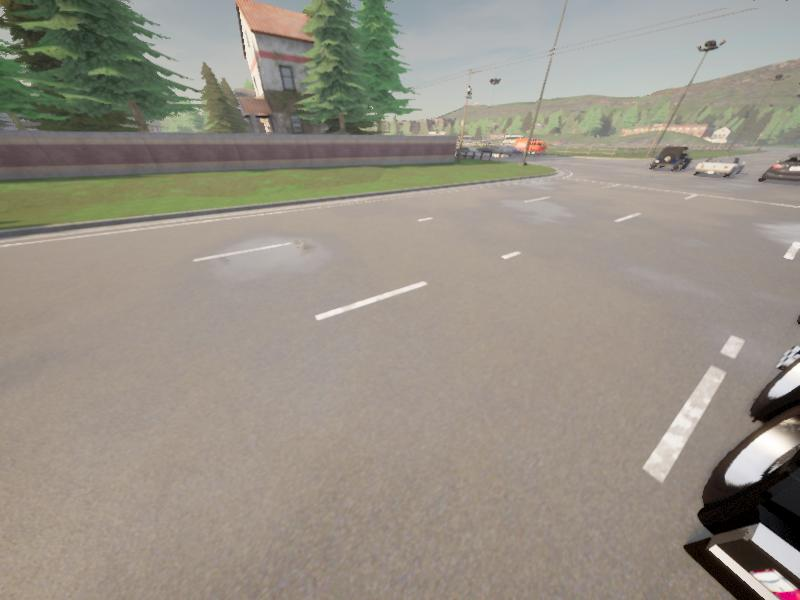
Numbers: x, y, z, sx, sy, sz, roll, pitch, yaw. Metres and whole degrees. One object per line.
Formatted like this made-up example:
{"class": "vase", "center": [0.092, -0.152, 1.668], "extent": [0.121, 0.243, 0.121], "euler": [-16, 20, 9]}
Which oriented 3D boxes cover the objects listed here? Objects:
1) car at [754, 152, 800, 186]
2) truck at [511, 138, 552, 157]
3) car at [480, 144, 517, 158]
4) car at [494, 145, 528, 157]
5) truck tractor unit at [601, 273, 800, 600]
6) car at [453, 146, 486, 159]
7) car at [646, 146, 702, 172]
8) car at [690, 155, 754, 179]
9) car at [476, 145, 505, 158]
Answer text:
{"class": "car", "center": [26.633, -8.808, 15.415], "extent": [4.611, 1.667, 2.242], "euler": [-19, 39, -25]}
{"class": "truck", "center": [22.745, -26.618, 40.235], "extent": [2.627, 2.467, 5.204], "euler": [-19, 40, -26]}
{"class": "car", "center": [16.184, -24.741, 38.251], "extent": [2.152, 1.651, 5.027], "euler": [-19, 39, -26]}
{"class": "car", "center": [19.062, -25.838, 39.926], "extent": [1.882, 1.535, 5.008], "euler": [-19, 40, -26]}
{"class": "truck tractor unit", "center": [5.124, -0.288, 0.759], "extent": [6.516, 4.208, 3.053], "euler": [-18, 39, -23]}
{"class": "car", "center": [10.457, -22.377, 34.964], "extent": [1.812, 1.442, 4.674], "euler": [-19, 40, -26]}
{"class": "car", "center": [25.365, -13.142, 21.435], "extent": [3.866, 1.878, 1.905], "euler": [-19, 39, -25]}
{"class": "car", "center": [25.511, -10.609, 18.320], "extent": [4.718, 1.301, 1.895], "euler": [-19, 39, -25]}
{"class": "car", "center": [13.963, -22.973, 35.747], "extent": [1.789, 1.549, 3.705], "euler": [-19, 40, -26]}
